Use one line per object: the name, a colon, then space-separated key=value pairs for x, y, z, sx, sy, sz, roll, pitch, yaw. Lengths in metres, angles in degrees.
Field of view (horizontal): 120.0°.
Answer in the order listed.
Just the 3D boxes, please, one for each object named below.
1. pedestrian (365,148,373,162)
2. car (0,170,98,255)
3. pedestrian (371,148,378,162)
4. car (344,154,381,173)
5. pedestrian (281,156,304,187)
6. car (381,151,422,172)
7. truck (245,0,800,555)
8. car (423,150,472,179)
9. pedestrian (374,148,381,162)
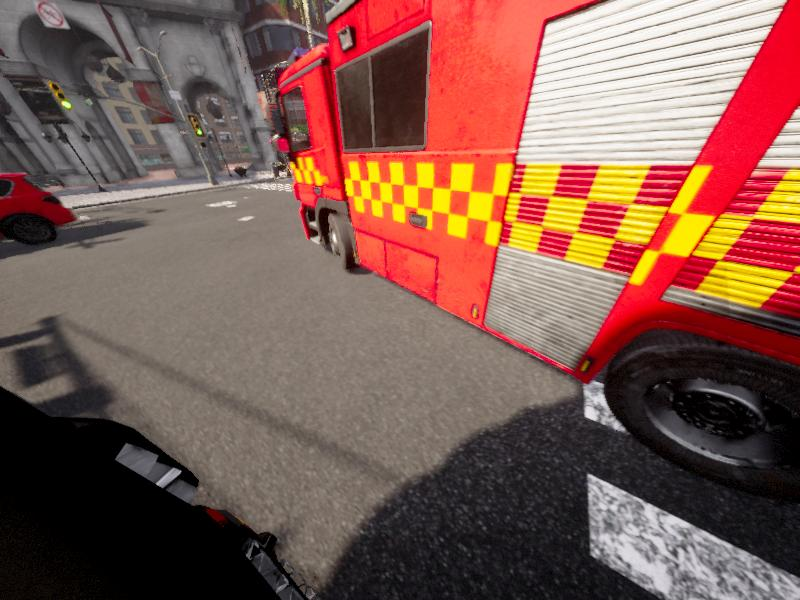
pedestrian: x=-4.999 y=-23.436 z=37.448 sx=0.751 sy=1.860 sz=0.751 roll=20 pitch=40 yaw=30
car: x=-13.274 y=-2.057 z=6.231 sx=2.150 sy=2.045 sz=5.566 roll=11 pitch=36 yaw=20
pedestrian: x=-4.210 y=-23.949 z=38.154 sx=0.751 sy=1.860 sz=0.751 roll=21 pitch=40 yaw=31
car: x=-3.981 y=-14.898 z=25.171 sx=1.789 sy=1.549 sz=3.705 roll=17 pitch=39 yaw=27
pedestrian: x=-7.761 y=-9.290 z=16.750 sx=0.751 sy=1.860 sz=0.751 roll=17 pitch=39 yaw=27
car: x=0.326 y=-15.209 z=25.267 sx=1.801 sy=1.575 sz=5.366 roll=17 pitch=39 yaw=27
truck: x=1.391 y=-1.784 z=3.046 sx=2.891 sy=3.827 sz=8.468 roll=-29 pitch=41 yaw=-33
car: x=4.002 y=-11.317 z=19.107 sx=2.152 sy=1.651 sz=5.027 roll=17 pitch=39 yaw=27
pedestrian: x=-3.697 y=-23.775 z=37.852 sx=0.751 sy=1.860 sz=0.751 roll=-24 pitch=39 yaw=-28
